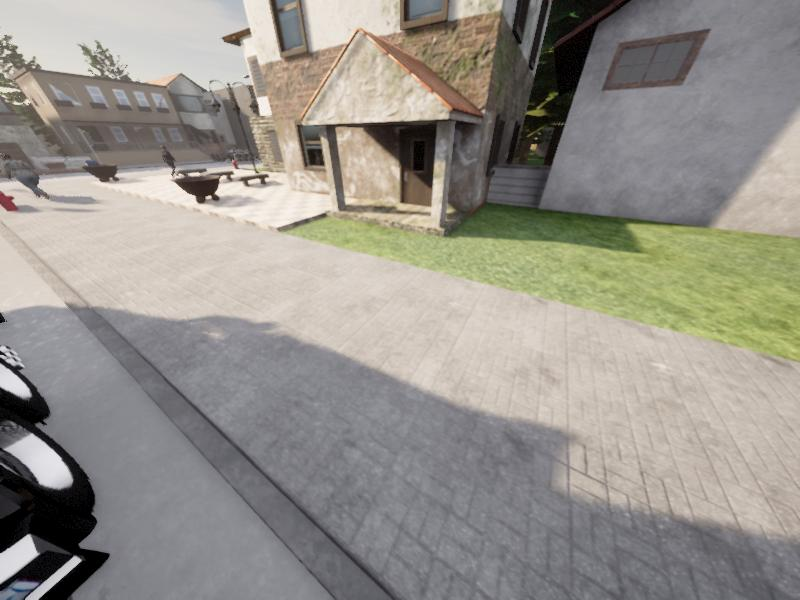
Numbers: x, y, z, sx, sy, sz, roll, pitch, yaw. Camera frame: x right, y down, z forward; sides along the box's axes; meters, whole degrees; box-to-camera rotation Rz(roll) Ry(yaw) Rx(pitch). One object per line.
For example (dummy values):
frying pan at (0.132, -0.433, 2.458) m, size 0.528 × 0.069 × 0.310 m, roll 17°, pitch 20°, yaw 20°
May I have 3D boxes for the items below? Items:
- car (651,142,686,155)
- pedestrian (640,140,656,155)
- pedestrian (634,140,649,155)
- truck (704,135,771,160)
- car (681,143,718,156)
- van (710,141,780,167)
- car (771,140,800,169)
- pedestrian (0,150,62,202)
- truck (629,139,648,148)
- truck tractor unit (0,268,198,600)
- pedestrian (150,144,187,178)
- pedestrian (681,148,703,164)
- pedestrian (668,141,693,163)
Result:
car at (44.196, -25.089, 38.195) m, size 2.242 × 1.667 × 4.611 m, roll 18°, pitch 38°, yaw 24°
pedestrian at (36.744, -22.579, 34.259) m, size 0.751 × 1.860 × 0.751 m, roll 19°, pitch 39°, yaw 26°
pedestrian at (35.821, -22.584, 34.274) m, size 0.751 × 1.860 × 0.751 m, roll 23°, pitch 41°, yaw 30°
truck at (43.180, -19.788, 29.872) m, size 2.627 × 2.467 × 5.204 m, roll 18°, pitch 38°, yaw 25°
car at (48.098, -24.345, 37.215) m, size 2.038 × 1.542 × 4.974 m, roll 19°, pitch 39°, yaw 25°
van at (33.241, -14.281, 22.491) m, size 1.775 × 1.987 × 4.442 m, roll 18°, pitch 39°, yaw 24°
car at (35.771, -12.288, 19.557) m, size 2.150 × 2.045 × 5.566 m, roll 18°, pitch 39°, yaw 25°
pedestrian at (-15.952, -5.272, 9.830) m, size 0.751 × 1.860 × 0.751 m, roll 9°, pitch 36°, yaw 13°
truck at (69.822, -45.876, 67.769) m, size 2.390 × 2.098 × 6.274 m, roll 18°, pitch 39°, yaw 24°
truck tractor unit at (-5.116, -0.296, 0.766) m, size 6.516 × 4.208 × 3.053 m, roll 18°, pitch 39°, yaw 24°
pedestrian at (-15.001, -9.036, 15.020) m, size 0.751 × 1.860 × 0.751 m, roll -3°, pitch 35°, yaw -3°
pedestrian at (28.792, -14.226, 22.822) m, size 0.751 × 1.300 × 0.751 m, roll 25°, pitch 42°, yaw 31°
pedestrian at (29.036, -15.365, 23.965) m, size 0.751 × 1.860 × 0.751 m, roll 16°, pitch 38°, yaw 22°
